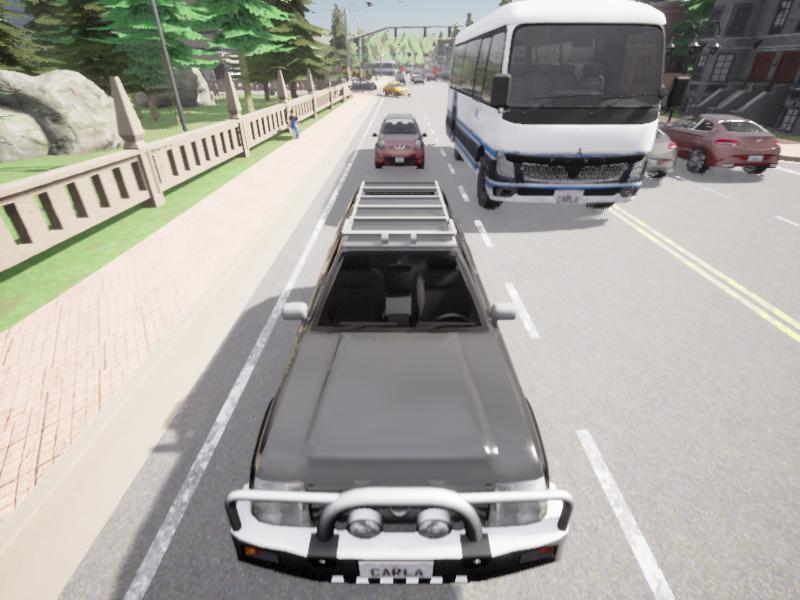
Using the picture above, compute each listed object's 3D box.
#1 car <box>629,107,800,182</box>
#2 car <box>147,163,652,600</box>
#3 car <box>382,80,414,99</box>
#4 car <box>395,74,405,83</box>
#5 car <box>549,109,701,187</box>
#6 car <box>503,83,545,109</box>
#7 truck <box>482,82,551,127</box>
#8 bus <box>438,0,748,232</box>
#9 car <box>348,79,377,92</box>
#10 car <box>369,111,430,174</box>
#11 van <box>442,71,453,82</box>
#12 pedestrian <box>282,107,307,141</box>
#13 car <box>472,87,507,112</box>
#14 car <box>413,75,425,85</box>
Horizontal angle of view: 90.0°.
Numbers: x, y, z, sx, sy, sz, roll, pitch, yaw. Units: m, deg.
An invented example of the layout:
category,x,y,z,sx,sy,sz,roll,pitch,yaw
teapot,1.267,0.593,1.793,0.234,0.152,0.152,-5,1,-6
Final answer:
category,x,y,z,sx,sy,sz,roll,pitch,yaw
car,10.490,-5.565,13.880,2.152,1.651,5.027,0,30,0
car,-0.003,0.082,3.984,1.932,1.855,4.605,0,31,0
car,-0.245,-23.395,44.344,1.801,1.575,5.366,-11,32,-17
car,-0.036,-45.423,81.976,1.882,1.535,5.008,0,30,0
car,6.991,-5.235,13.313,2.152,1.651,5.027,0,30,0
car,10.483,-17.485,34.216,2.033,1.649,4.856,0,30,0
truck,6.987,-12.324,24.937,2.390,2.098,6.274,0,30,0
bus,3.613,-5.855,11.771,3.944,4.253,10.273,0,30,0
car,-4.893,-28.098,52.380,3.633,1.501,1.845,-5,31,-9
car,-0.010,-5.649,14.109,1.845,1.501,3.633,0,30,0
van,10.461,-49.418,88.351,1.775,1.987,4.442,0,30,0
pedestrian,-4.593,-7.682,17.455,0.751,1.300,0.751,0,30,0
car,6.983,-15.842,31.561,1.816,1.474,4.193,0,30,0
car,3.465,-40.988,74.537,2.033,1.411,5.357,0,30,0
